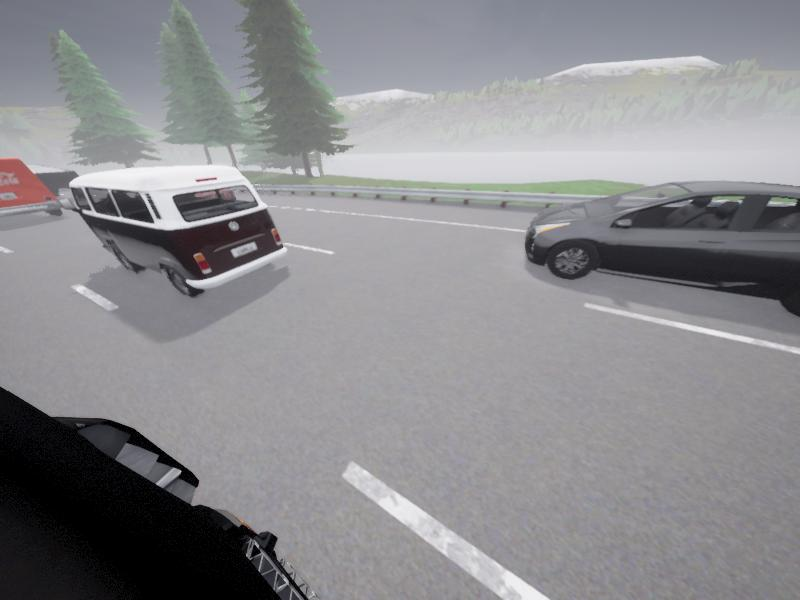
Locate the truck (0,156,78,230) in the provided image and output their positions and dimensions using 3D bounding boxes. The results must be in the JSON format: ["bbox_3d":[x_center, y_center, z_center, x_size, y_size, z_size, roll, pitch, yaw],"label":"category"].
[{"bbox_3d":[-18.356,-4.805,10.210,5.204,2.467,2.627,11,36,19],"label":"truck"}]

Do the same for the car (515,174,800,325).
[{"bbox_3d":[4.691,-1.114,3.873,4.514,1.525,2.007,16,38,26],"label":"car"}]

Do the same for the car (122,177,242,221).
[{"bbox_3d":[-9.854,-4.709,10.498,4.718,1.301,1.895,13,37,22],"label":"car"}]

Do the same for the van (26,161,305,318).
[{"bbox_3d":[-4.656,-1.606,4.818,4.480,2.038,2.069,15,37,24],"label":"van"}]

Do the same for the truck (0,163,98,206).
[{"bbox_3d":[-24.267,-7.773,15.391,6.274,2.098,2.390,10,36,18],"label":"truck"}]
